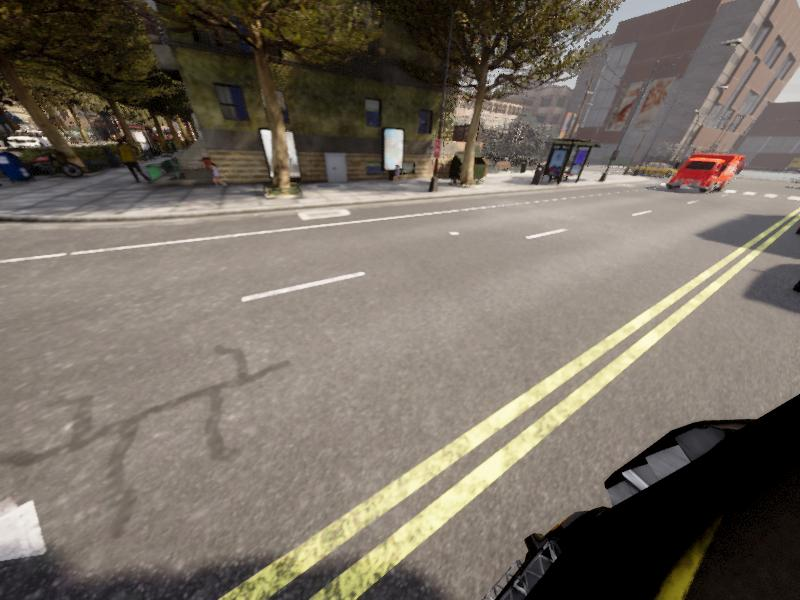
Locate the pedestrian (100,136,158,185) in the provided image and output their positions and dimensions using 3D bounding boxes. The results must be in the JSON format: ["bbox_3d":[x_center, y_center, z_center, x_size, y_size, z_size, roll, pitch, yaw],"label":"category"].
[{"bbox_3d":[-12.266,-6.327,10.529,0.751,1.860,0.751,8,34,9],"label":"pedestrian"}]

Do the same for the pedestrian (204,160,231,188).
[{"bbox_3d":[-8.425,-5.821,10.706,0.500,1.100,0.500,-4,34,-10],"label":"pedestrian"}]

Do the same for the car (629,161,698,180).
[{"bbox_3d":[32.565,-16.276,28.873,1.801,1.575,5.366,-8,35,-15],"label":"car"}]

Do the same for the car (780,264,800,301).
[{"bbox_3d":[9.460,-0.759,4.220,3.705,1.549,1.789,-16,38,-26],"label":"car"}]

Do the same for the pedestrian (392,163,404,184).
[{"bbox_3d":[-0.115,-7.648,13.975,0.500,1.100,0.500,-16,38,-25],"label":"pedestrian"}]

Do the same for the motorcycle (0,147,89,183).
[{"bbox_3d":[-17.125,-6.465,11.021,0.764,1.277,2.356,10,33,29],"label":"motorcycle"}]

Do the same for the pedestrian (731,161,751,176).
[{"bbox_3d":[49.367,-18.981,33.438,0.751,1.860,0.751,-14,37,-22],"label":"pedestrian"}]

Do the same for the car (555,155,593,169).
[{"bbox_3d":[29.906,-23.913,39.913,2.097,1.767,4.553,-16,38,-25],"label":"car"}]

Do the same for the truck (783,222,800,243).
[{"bbox_3d":[17.222,-3.945,7.442,8.468,3.827,2.891,-16,38,-26],"label":"truck"}]

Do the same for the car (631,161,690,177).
[{"bbox_3d":[35.574,-18.032,31.754,2.128,1.511,4.902,-16,38,-25],"label":"car"}]

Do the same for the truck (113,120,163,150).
[{"bbox_3d":[-45.258,-28.686,40.328,2.891,3.827,8.468,-16,38,-25],"label":"truck"}]

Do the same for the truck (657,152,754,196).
[{"bbox_3d":[22.810,-9.509,17.329,5.204,2.467,2.627,-16,38,-25],"label":"truck"}]

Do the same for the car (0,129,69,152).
[{"bbox_3d":[-43.817,-19.110,27.724,2.435,2.045,5.566,-16,38,-26],"label":"car"}]
